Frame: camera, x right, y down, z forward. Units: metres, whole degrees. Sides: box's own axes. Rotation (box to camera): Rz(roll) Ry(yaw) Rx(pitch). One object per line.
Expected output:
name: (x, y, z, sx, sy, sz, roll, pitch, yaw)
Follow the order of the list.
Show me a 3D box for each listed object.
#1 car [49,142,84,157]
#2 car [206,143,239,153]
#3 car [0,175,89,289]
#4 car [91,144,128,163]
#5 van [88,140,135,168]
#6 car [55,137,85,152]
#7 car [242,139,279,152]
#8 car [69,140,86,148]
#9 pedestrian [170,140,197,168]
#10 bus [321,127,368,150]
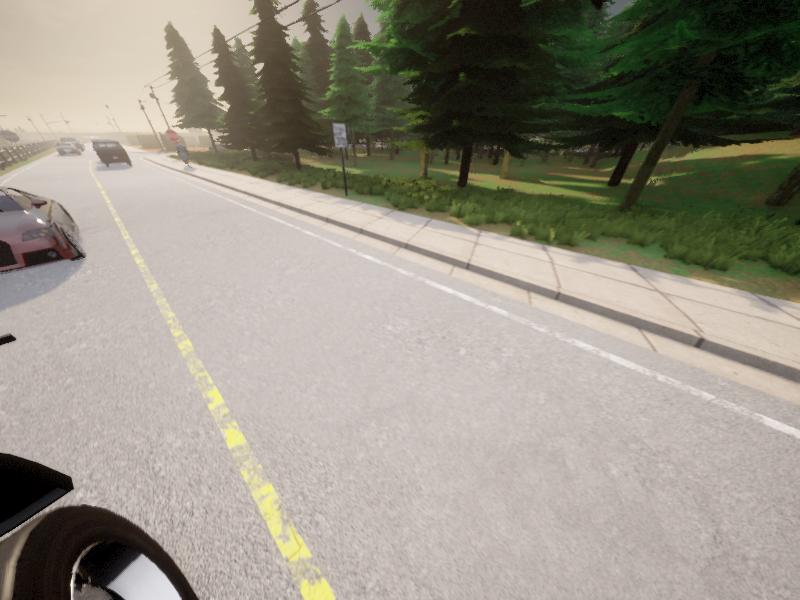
car: (-46.027, -20.911, 31.987, 4.902, 1.511, 2.128, 28, 43, 33)
car: (-32.269, -27.721, 42.085, 1.994, 1.385, 4.181, 25, 42, 31)
car: (-8.742, -1.594, 4.932, 4.181, 1.385, 1.994, 27, 43, 32)
car: (-30.974, -15.669, 24.681, 4.892, 1.490, 1.837, 29, 44, 34)
van: (-26.376, -13.439, 21.116, 4.442, 1.987, 1.775, 27, 43, 33)
car: (-57.694, -27.323, 40.553, 5.566, 2.045, 2.150, 28, 43, 34)
car: (-27.855, -31.006, 46.250, 2.150, 2.045, 5.566, 26, 42, 31)
car: (-78.227, -37.951, 56.080, 3.806, 1.475, 1.970, 28, 43, 33)
pedestrian: (-17.293, -11.647, 18.473, 0.751, 1.860, 0.751, 26, 42, 31)
bus: (-13.122, -38.949, 55.876, 3.944, 4.253, 10.273, 26, 42, 31)
